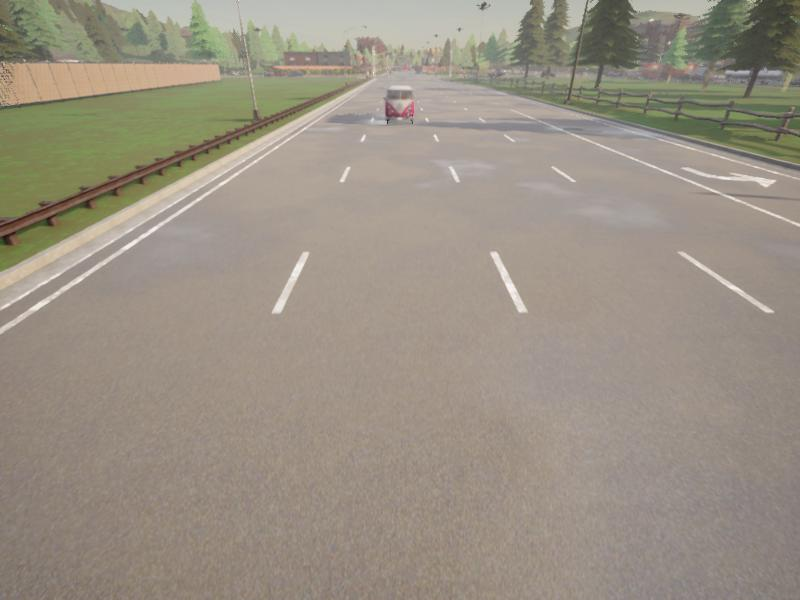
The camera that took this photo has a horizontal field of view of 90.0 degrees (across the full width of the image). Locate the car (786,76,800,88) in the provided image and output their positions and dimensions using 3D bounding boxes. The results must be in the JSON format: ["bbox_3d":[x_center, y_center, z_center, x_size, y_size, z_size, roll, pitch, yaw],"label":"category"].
[{"bbox_3d":[64.599,-34.413,63.288,2.152,1.651,5.027,0,30,0],"label":"car"}]

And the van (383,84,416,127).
[{"bbox_3d":[-0.009,-11.745,24.024,1.775,1.987,4.442,0,30,0],"label":"van"}]

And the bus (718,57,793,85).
[{"bbox_3d":[64.514,-41.915,73.184,3.944,4.253,10.273,0,30,0],"label":"bus"}]
